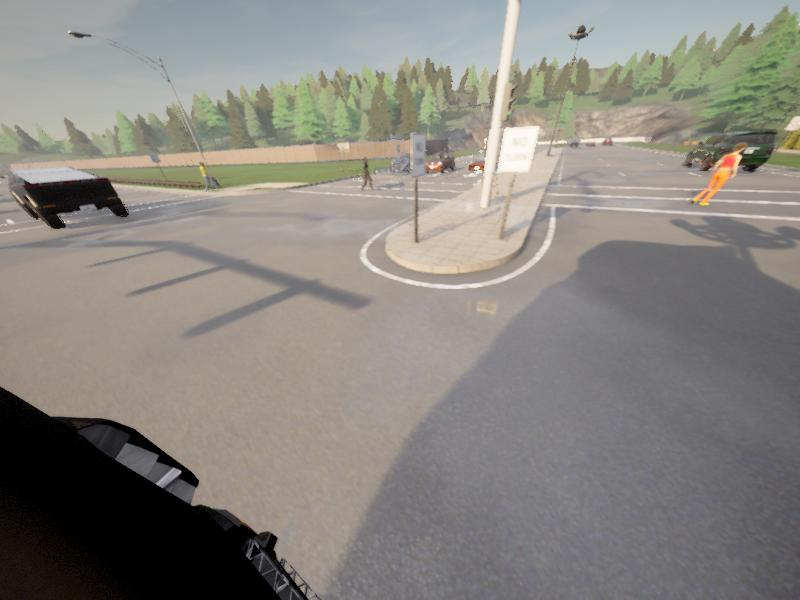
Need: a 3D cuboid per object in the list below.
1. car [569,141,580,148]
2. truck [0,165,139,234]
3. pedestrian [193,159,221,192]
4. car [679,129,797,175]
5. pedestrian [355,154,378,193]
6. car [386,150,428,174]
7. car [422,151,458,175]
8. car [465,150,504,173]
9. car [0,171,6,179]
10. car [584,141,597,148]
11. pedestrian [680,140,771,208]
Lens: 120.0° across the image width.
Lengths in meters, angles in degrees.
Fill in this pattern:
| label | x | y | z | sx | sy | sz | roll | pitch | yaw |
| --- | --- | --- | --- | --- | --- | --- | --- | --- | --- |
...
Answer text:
| label | x | y | z | sx | sy | sz | roll | pitch | yaw |
| --- | --- | --- | --- | --- | --- | --- | --- | --- | --- |
| car | 44.232 | -39.569 | 58.721 | 1.837 | 1.490 | 4.892 | 17 | 38 | 27 |
| truck | -15.138 | -4.735 | 10.378 | 6.274 | 2.098 | 2.390 | 16 | 38 | 26 |
| pedestrian | -13.006 | -8.373 | 15.586 | 0.751 | 1.860 | 0.751 | -25 | 39 | -29 |
| car | 20.784 | -9.471 | 14.739 | 2.150 | 2.045 | 5.566 | 17 | 39 | 27 |
| pedestrian | -1.909 | -7.287 | 13.356 | 0.751 | 1.860 | 0.751 | 16 | 38 | 26 |
| car | 0.820 | -13.797 | 23.050 | 2.097 | 1.767 | 4.553 | 16 | 38 | 26 |
| car | 3.770 | -12.784 | 21.462 | 1.851 | 1.617 | 3.988 | 16 | 38 | 26 |
| car | 7.917 | -12.955 | 21.509 | 2.163 | 1.488 | 4.792 | 16 | 38 | 26 |
| car | -96.479 | -29.817 | 55.049 | 3.988 | 1.617 | 1.851 | 16 | 38 | 26 |
| car | 48.120 | -39.456 | 58.424 | 1.895 | 1.301 | 4.718 | 17 | 38 | 27 |
| pedestrian | 10.556 | -4.115 | 7.601 | 0.751 | 1.860 | 0.751 | -6 | 34 | -4 |
